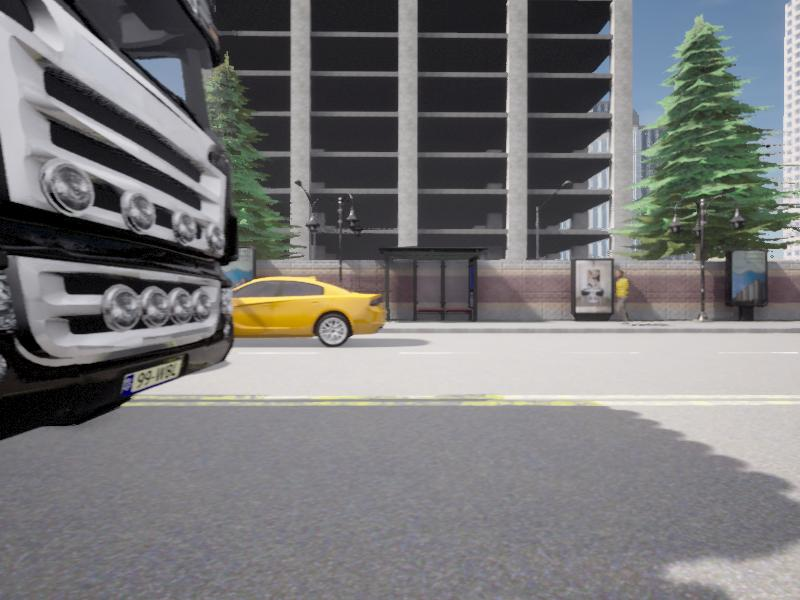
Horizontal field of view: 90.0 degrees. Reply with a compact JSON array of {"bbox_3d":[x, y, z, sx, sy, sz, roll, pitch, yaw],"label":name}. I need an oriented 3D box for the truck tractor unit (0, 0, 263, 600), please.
[{"bbox_3d":[-4.518,-1.103,2.142,6.516,4.208,3.053,0,0,-1],"label":"truck tractor unit"}]

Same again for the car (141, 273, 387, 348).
[{"bbox_3d":[-2.815,0.219,9.158,5.008,1.535,1.882,0,0,-1],"label":"car"}]

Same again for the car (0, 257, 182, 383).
[{"bbox_3d":[-6.010,0.237,5.625,4.892,1.490,1.837,0,0,-1],"label":"car"}]

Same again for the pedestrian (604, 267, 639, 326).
[{"bbox_3d":[7.229,-0.108,13.065,0.751,1.860,0.751,0,0,3],"label":"pedestrian"}]

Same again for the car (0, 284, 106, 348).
[{"bbox_3d":[-9.746,0.332,9.086,4.718,1.301,1.895,0,0,-1],"label":"car"}]
